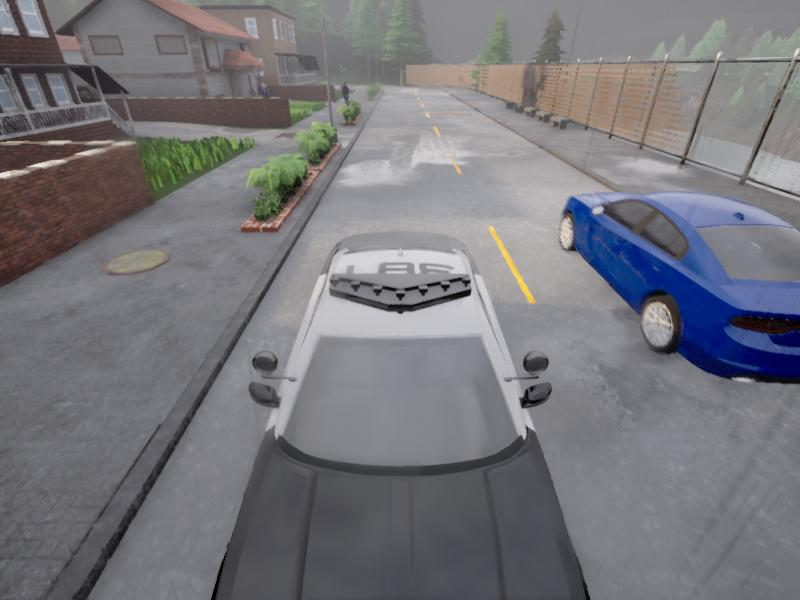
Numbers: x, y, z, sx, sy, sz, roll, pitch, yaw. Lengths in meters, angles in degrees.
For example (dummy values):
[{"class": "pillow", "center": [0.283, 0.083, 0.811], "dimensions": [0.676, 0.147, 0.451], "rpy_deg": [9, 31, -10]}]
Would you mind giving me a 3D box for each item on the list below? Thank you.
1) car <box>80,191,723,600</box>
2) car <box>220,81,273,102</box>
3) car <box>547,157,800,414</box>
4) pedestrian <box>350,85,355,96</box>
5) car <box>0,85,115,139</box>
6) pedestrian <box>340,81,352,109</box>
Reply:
[{"class": "car", "center": [0.003, 0.602, 3.350], "dimensions": [1.930, 1.638, 5.238], "rpy_deg": [0, 30, 0]}, {"class": "car", "center": [-13.266, -18.135, 34.768], "dimensions": [3.633, 1.501, 1.845], "rpy_deg": [0, 30, 0]}, {"class": "car", "center": [4.011, -0.783, 5.811], "dimensions": [1.882, 1.535, 5.008], "rpy_deg": [0, 31, 0]}, {"class": "pedestrian", "center": [-5.288, -23.472, 44.752], "dimensions": [0.500, 1.100, 0.500], "rpy_deg": [0, 30, 0]}, {"class": "car", "center": [-15.528, -8.704, 18.334], "dimensions": [1.905, 1.878, 3.866], "rpy_deg": [0, 30, 0]}, {"class": "pedestrian", "center": [-4.231, -16.028, 31.282], "dimensions": [0.751, 1.860, 0.751], "rpy_deg": [0, 30, 1]}]
